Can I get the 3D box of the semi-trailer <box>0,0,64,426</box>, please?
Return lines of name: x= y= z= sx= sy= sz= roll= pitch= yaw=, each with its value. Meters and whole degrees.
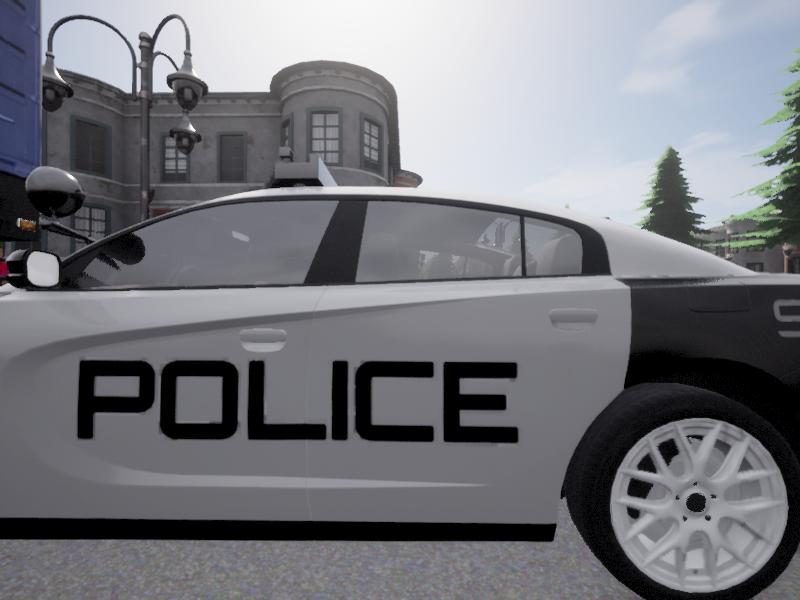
semi-trailer: x=-10.201 y=-1.223 z=2.398 sx=14.254 sy=4.402 sz=2.717 roll=0 pitch=0 yaw=1

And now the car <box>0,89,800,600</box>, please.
car: x=-0.592 y=0.179 z=2.209 sx=5.238 sy=1.638 sz=1.930 roll=0 pitch=0 yaw=1

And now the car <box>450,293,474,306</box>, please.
car: x=10.635 y=-0.065 z=69.444 sx=2.150 sy=2.045 sz=5.566 roll=0 pitch=0 yaw=-13
